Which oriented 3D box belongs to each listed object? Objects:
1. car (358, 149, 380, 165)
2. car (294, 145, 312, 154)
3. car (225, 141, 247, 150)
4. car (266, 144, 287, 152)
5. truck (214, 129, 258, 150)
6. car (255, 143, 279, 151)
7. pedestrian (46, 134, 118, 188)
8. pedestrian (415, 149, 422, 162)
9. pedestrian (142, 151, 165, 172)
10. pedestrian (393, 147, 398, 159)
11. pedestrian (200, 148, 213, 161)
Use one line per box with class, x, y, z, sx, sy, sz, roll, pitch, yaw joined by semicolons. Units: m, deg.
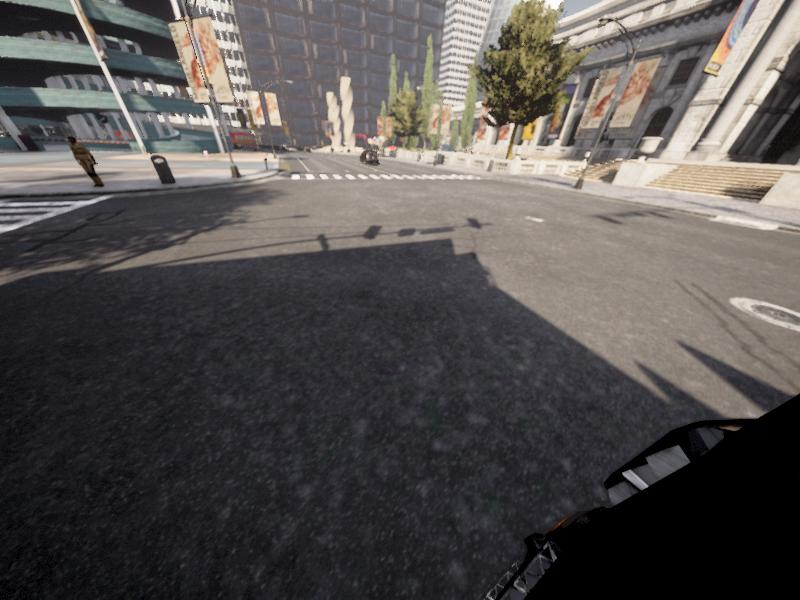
car;-4.255;-19.538;31.603;1.851;1.617;3.988;-11;36;-20
car;-22.316;-34.785;53.268;3.705;1.549;1.789;24;39;29
car;-37.484;-35.234;52.789;3.705;1.549;1.789;11;35;13
car;-30.440;-37.685;57.170;4.181;1.385;1.994;14;35;16
truck;-41.437;-40.663;58.623;8.468;3.827;2.891;5;34;4
car;-35.329;-40.798;61.445;4.902;1.511;2.128;9;34;10
pedestrian;-13.036;-5.708;9.563;0.751;1.860;0.751;-3;34;-8
pedestrian;3.139;-24.347;38.854;0.751;1.860;0.751;-9;35;-17
pedestrian;-15.968;-9.000;14.989;0.500;1.100;0.500;-2;34;-7
pedestrian;-0.839;-27.776;43.721;0.751;1.860;0.751;-11;36;-20
pedestrian;-19.172;-14.412;22.902;0.500;1.100;0.500;-7;35;-14
